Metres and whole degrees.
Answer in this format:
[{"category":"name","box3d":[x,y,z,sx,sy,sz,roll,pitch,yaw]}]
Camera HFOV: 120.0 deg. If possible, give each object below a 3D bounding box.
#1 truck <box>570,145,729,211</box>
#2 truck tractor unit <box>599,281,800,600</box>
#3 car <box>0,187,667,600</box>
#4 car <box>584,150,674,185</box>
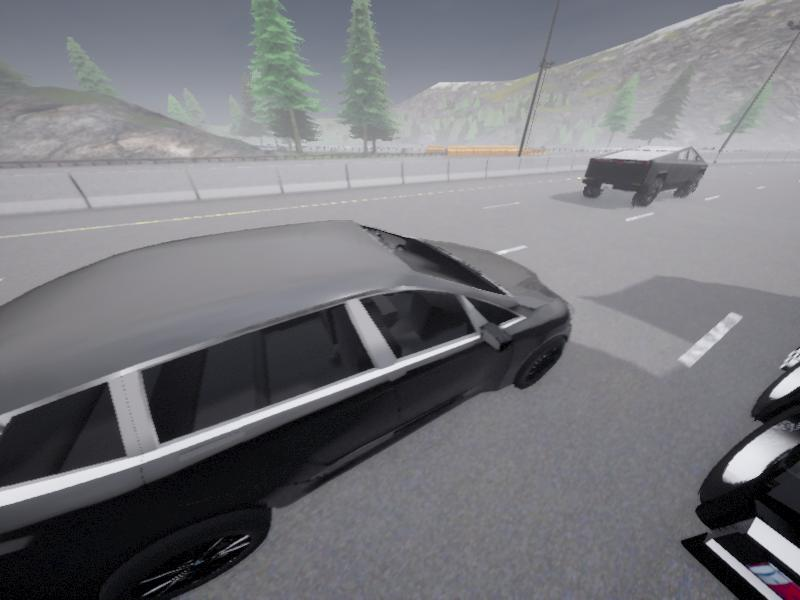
[{"category":"truck","box3d":[11.304,-5.790,10.551,6.274,2.098,2.390,-17,38,-22]},{"category":"truck tractor unit","box3d":[5.139,-0.272,0.740,6.516,4.208,3.053,-17,38,-23]},{"category":"car","box3d":[-0.335,0.135,2.327,4.611,1.667,2.242,-17,39,-23]},{"category":"car","box3d":[15.359,-9.020,15.583,4.611,1.667,2.242,-15,38,-21]}]
